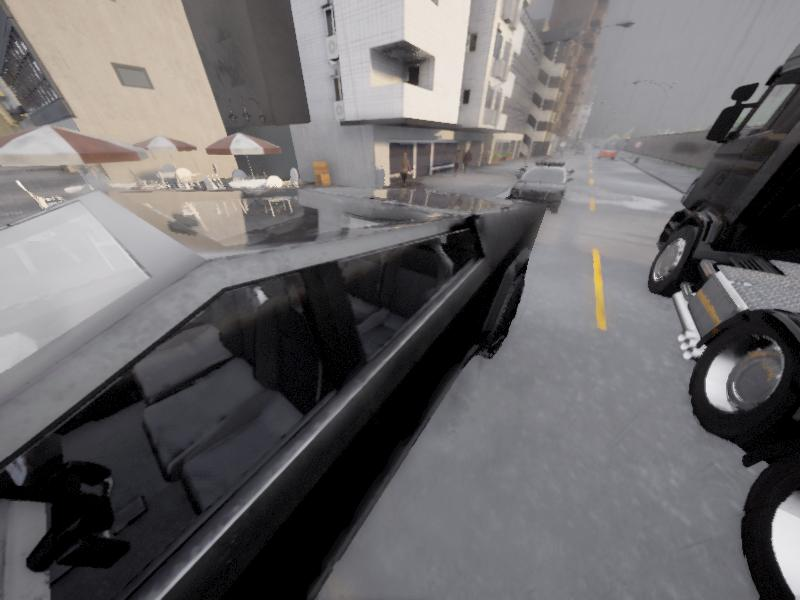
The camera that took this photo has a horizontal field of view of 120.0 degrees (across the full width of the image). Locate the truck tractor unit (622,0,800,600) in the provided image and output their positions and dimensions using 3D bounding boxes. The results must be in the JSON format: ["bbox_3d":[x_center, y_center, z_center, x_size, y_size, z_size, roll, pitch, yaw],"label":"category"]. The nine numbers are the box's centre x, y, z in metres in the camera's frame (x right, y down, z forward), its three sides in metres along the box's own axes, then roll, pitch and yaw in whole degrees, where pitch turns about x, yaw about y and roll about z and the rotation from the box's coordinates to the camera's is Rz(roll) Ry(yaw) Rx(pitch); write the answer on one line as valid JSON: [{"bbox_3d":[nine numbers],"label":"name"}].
[{"bbox_3d":[4.551,-0.649,1.290,3.053,4.208,6.516,22,40,28],"label":"truck tractor unit"}]

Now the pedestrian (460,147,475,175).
[{"bbox_3d":[5.422,-11.186,18.616,0.751,1.860,0.751,16,37,22],"label":"pedestrian"}]

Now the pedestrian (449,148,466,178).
[{"bbox_3d":[4.196,-9.995,16.888,0.751,1.860,0.751,15,37,20],"label":"pedestrian"}]

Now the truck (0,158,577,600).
[{"bbox_3d":[-0.777,0.314,1.784,2.390,2.098,6.274,23,40,30],"label":"truck"}]

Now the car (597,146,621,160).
[{"bbox_3d":[33.027,-23.407,36.666,2.097,1.767,4.553,21,40,28],"label":"car"}]

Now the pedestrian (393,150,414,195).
[{"bbox_3d":[0.189,-6.348,11.526,0.751,1.860,0.751,15,37,21],"label":"pedestrian"}]

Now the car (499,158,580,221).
[{"bbox_3d":[6.123,-4.963,9.875,1.930,1.638,5.238,21,39,28],"label":"car"}]
